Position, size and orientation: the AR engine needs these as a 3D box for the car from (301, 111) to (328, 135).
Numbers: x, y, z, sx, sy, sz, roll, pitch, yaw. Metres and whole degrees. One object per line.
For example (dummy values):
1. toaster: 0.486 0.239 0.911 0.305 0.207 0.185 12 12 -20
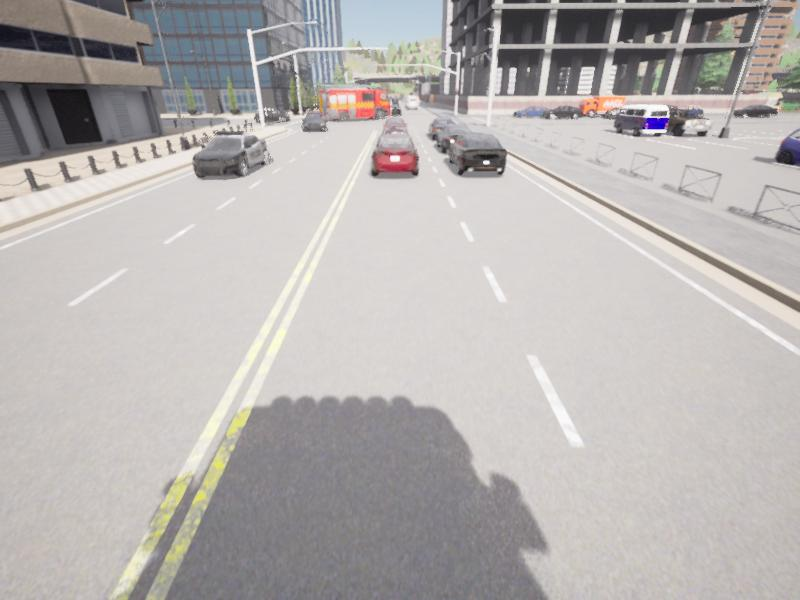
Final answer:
1. car: -7.555 -15.705 35.334 2.038 1.542 4.974 -5 28 -9

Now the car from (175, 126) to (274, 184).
1. car: -7.202 -6.364 17.164 1.930 1.638 5.238 0 28 0

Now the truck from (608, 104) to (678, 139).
1. truck: 17.293 -12.928 28.796 2.069 2.038 4.478 0 27 0

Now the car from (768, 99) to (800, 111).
1. car: 63.547 -32.072 65.808 3.988 1.617 1.851 0 27 0

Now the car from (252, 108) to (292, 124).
1. car: -14.409 -20.862 45.318 3.806 1.475 1.970 -2 27 -3

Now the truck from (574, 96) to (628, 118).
1. truck: 25.904 -24.985 51.784 5.204 2.467 2.627 -1 27 -1

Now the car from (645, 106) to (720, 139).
1. car: 20.188 -12.898 28.914 1.932 1.855 4.605 0 27 0

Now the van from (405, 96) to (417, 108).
1. van: 2.424 -44.429 89.746 2.351 2.431 6.366 -1 27 0

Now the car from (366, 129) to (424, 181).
1. car: -0.210 -6.405 17.346 2.163 1.488 4.792 -1 27 0

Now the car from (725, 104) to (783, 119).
1. car: 43.338 -23.147 49.070 5.008 1.535 1.882 -1 27 -1

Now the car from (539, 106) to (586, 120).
1. car: 19.759 -22.878 48.836 4.892 1.490 1.837 -1 27 -1

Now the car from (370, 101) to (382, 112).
1. car: -4.376 -35.356 73.145 2.033 1.649 4.856 -1 27 0

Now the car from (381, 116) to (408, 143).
1. car: -0.356 -12.519 29.202 1.812 1.442 4.674 0 27 0

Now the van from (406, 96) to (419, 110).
1. van: 2.525 -40.054 81.293 2.351 2.431 6.366 -1 27 0

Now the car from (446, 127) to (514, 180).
1. car: 3.289 -6.547 17.524 1.882 1.535 5.008 -1 27 -1

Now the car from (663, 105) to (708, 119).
1. car: 34.876 -23.031 48.996 3.806 1.475 1.970 -1 27 -1

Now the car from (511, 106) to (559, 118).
1. car: 17.463 -24.418 51.946 5.357 1.411 2.033 -1 27 -1

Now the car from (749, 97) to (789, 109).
1. car: 64.179 -34.285 69.711 4.605 1.855 1.932 0 27 0

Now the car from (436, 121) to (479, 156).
1. car: 3.215 -9.482 23.298 1.812 1.442 4.674 -1 27 0

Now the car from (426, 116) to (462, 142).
1. car: 3.145 -12.798 29.759 2.033 1.411 5.357 -1 27 0

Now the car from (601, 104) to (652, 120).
1. car: 27.592 -23.040 48.876 4.611 1.667 2.242 -1 27 -1

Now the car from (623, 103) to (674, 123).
1. car: 26.413 -19.906 42.595 3.866 1.878 1.905 -1 27 -1

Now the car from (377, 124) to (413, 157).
1. car: -0.276 -9.251 23.046 1.895 1.301 4.718 -1 27 0

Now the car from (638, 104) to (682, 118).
1. car: 33.788 -24.629 52.091 4.193 1.474 1.816 -1 27 -1

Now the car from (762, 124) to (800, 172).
1. car: 17.417 -5.779 15.557 2.242 1.667 4.611 0 27 0

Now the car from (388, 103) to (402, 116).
1. car: -0.738 -29.376 61.613 2.038 1.542 4.974 -1 27 0

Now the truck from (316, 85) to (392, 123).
1. truck: -5.366 -23.660 48.124 8.468 3.827 2.891 -18 32 -30
